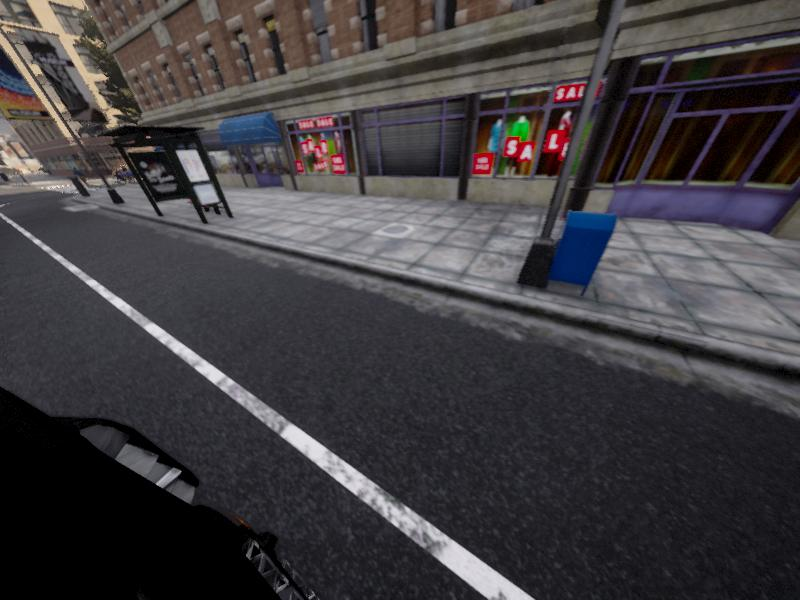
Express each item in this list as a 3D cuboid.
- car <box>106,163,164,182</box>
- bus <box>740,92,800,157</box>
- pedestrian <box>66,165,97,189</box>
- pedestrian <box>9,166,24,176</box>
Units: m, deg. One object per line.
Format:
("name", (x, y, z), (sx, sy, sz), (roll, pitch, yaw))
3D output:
("car", (-31.532, -15.293, 27.633), (1.851, 1.617, 3.988), (16, 38, 26))
("bus", (35.881, -13.436, 17.288), (10.273, 4.253, 3.944), (16, 38, 26))
("pedestrian", (-29.519, -11.395, 21.413), (0.751, 1.860, 0.751), (14, 37, 23))
("pedestrian", (-85.906, -28.863, 51.742), (0.751, 1.860, 0.751), (13, 37, 22))
